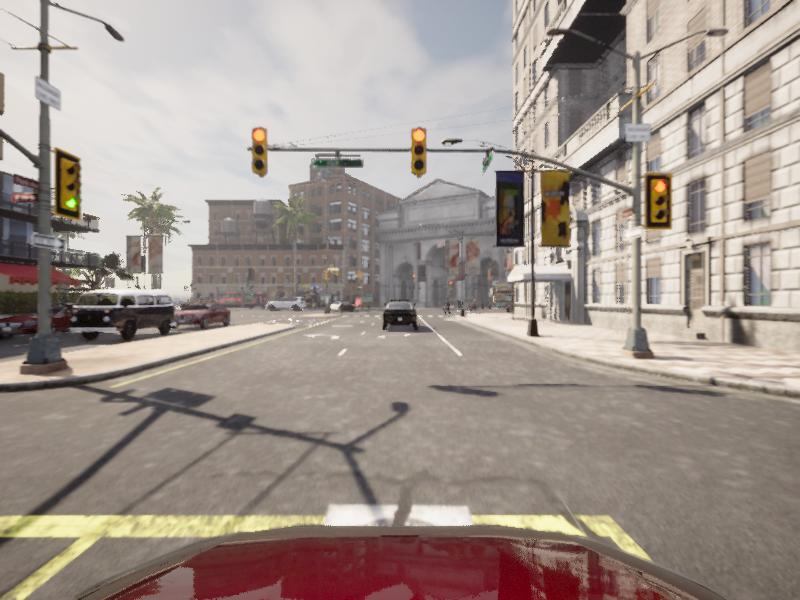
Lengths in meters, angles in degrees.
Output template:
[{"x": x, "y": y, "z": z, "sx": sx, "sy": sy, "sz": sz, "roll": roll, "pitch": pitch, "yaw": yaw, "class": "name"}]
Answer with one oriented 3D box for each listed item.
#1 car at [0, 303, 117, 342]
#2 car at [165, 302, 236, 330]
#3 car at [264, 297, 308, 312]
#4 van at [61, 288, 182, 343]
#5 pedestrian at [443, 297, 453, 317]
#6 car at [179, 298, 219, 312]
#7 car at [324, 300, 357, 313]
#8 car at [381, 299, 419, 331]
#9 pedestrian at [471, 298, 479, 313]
[{"x": -14.999, "y": 0.868, "z": 17.610, "sx": 1.812, "sy": 1.442, "sz": 4.674, "roll": 0, "pitch": 0, "yaw": 0, "class": "car"}, {"x": -11.499, "y": 0.867, "z": 23.466, "sx": 1.812, "sy": 1.442, "sz": 4.674, "roll": 0, "pitch": 0, "yaw": 0, "class": "car"}, {"x": -16.013, "y": 0.564, "z": 56.285, "sx": 5.566, "sy": 2.045, "sz": 2.150, "roll": 0, "pitch": 0, "yaw": 1, "class": "car"}, {"x": -11.494, "y": 0.569, "z": 16.996, "sx": 2.069, "sy": 2.038, "sz": 4.480, "roll": 0, "pitch": 0, "yaw": 0, "class": "van"}, {"x": 4.467, "y": 0.634, "z": 37.253, "sx": 0.751, "sy": 1.860, "sz": 0.751, "roll": 0, "pitch": 0, "yaw": -6, "class": "pedestrian"}, {"x": -28.323, "y": 0.650, "z": 56.389, "sx": 4.605, "sy": 1.855, "sz": 1.932, "roll": 1, "pitch": 0, "yaw": 1, "class": "car"}, {"x": -7.994, "y": 0.820, "z": 53.294, "sx": 2.038, "sy": 1.542, "sz": 4.974, "roll": 0, "pitch": 0, "yaw": -39, "class": "car"}, {"x": 0.000, "y": 0.768, "z": 22.978, "sx": 1.930, "sy": 1.638, "sz": 5.238, "roll": 0, "pitch": 0, "yaw": 0, "class": "car"}, {"x": 9.164, "y": 0.632, "z": 48.788, "sx": 0.751, "sy": 1.860, "sz": 0.751, "roll": 0, "pitch": 0, "yaw": -7, "class": "pedestrian"}]
